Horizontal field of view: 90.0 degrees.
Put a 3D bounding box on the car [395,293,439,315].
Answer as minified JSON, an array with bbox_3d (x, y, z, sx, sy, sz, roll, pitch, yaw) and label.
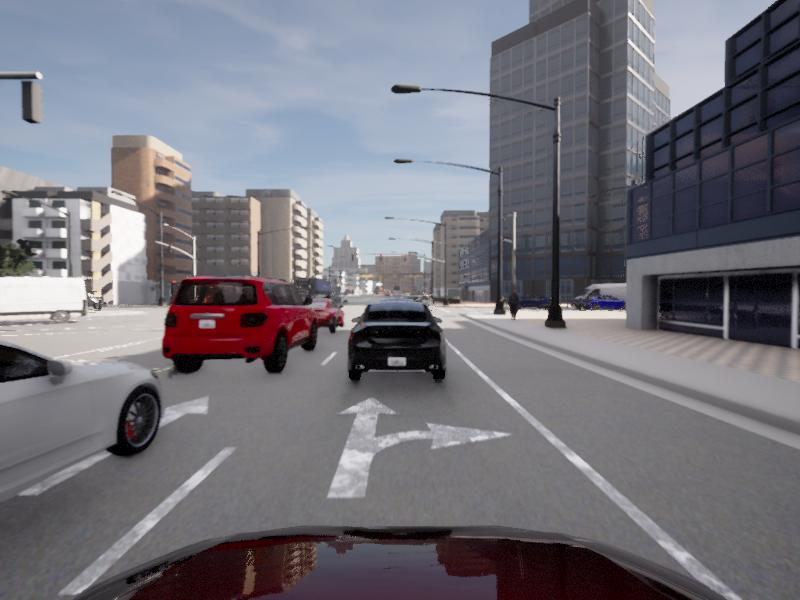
[{"bbox_3d":[1.537,0.258,33.450,1.930,1.638,5.238,0,1,22],"label":"car"}]

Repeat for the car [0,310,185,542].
[{"bbox_3d":[-3.522,0.859,2.553,1.812,1.442,4.674,0,0,0],"label":"car"}]

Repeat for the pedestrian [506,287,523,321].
[{"bbox_3d":[6.329,0.226,22.149,0.751,1.860,0.751,0,1,6],"label":"pedestrian"}]

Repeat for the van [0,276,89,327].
[{"bbox_3d":[-20.630,0.057,21.573,5.915,2.561,1.988,-1,2,-43],"label":"van"}]

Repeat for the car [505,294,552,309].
[{"bbox_3d":[12.970,0.179,40.455,4.193,1.474,1.816,0,1,0],"label":"car"}]

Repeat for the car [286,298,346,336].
[{"bbox_3d":[-3.663,0.657,18.315,1.812,1.442,4.674,0,1,0],"label":"car"}]

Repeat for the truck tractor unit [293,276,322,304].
[{"bbox_3d":[-14.469,-1.490,62.840,3.053,4.208,6.516,0,0,0],"label":"truck tractor unit"}]

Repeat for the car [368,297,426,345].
[{"bbox_3d":[-0.114,0.662,15.578,1.882,1.535,5.008,0,1,0],"label":"car"}]

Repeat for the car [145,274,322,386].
[{"bbox_3d":[-3.582,0.499,10.079,2.150,2.045,5.566,0,1,0],"label":"car"}]

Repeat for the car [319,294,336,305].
[{"bbox_3d":[-10.968,-0.098,60.602,1.816,1.474,4.193,0,1,0],"label":"car"}]

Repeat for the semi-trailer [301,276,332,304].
[{"bbox_3d":[-14.576,-1.658,70.751,2.717,4.402,14.254,0,1,-1],"label":"semi-trailer"}]

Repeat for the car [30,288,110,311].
[{"bbox_3d":[-30.365,-0.036,36.955,5.566,2.045,2.150,0,1,0],"label":"car"}]

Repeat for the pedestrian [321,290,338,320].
[{"bbox_3d":[-4.408,0.304,25.031,0.751,1.860,0.751,-1,2,-44],"label":"pedestrian"}]

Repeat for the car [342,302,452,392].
[{"bbox_3d":[-0.069,0.790,9.100,1.837,1.490,4.892,0,0,0],"label":"car"}]

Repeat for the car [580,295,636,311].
[{"bbox_3d":[19.161,0.260,36.962,4.193,1.474,1.816,0,1,0],"label":"car"}]

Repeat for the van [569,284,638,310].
[{"bbox_3d":[20.450,-0.352,40.442,5.915,2.561,1.988,0,1,0],"label":"van"}]
